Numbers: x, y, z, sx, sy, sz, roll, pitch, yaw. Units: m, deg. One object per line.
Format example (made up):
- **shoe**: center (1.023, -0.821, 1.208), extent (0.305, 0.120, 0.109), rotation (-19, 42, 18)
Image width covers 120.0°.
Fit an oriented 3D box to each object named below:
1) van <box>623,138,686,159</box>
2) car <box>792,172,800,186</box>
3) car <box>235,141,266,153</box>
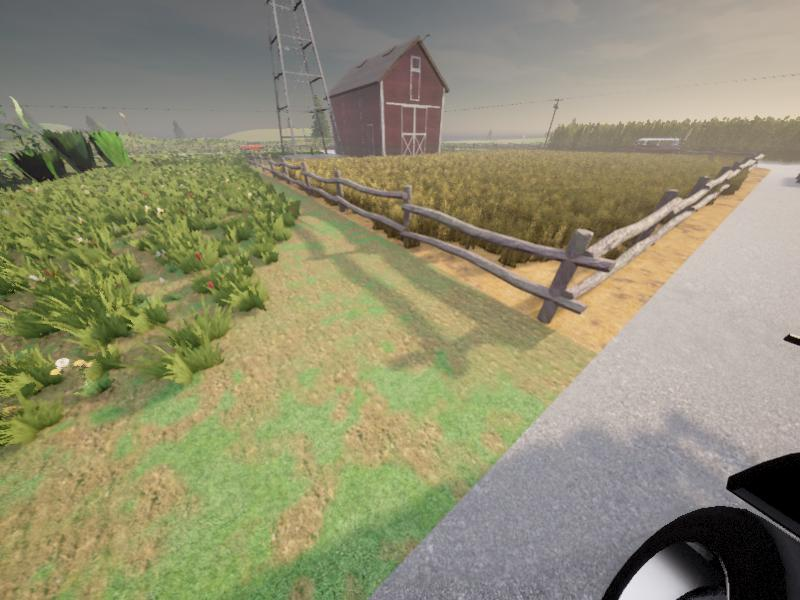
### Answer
- **van**: center (31.611, -19.010, 28.870), extent (2.069, 2.038, 4.480), rotation (-22, 41, -28)
- **car**: center (23.869, -7.107, 12.686), extent (4.718, 1.301, 1.895), rotation (-22, 41, -28)
- **car**: center (-28.143, -28.908, 43.563), extent (4.553, 1.767, 2.097), rotation (-18, 39, -24)
